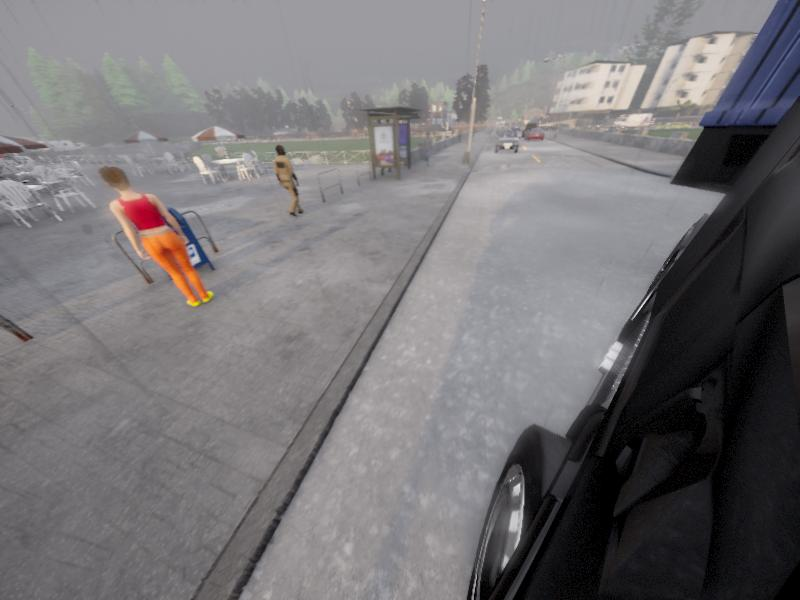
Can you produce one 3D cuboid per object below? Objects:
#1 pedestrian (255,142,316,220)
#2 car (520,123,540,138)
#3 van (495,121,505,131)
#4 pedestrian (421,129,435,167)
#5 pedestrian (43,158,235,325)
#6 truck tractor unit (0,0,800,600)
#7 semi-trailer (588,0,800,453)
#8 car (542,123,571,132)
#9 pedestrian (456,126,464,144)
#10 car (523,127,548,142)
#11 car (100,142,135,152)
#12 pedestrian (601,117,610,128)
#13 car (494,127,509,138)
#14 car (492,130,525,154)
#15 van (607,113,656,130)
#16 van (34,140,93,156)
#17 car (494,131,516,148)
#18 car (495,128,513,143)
[{"bbox_3d":[-3.173,-3.367,6.599,0.751,1.860,0.751,10,39,16],"label":"pedestrian"},{"bbox_3d":[20.512,-26.880,36.612,1.905,1.878,3.866,10,39,16],"label":"car"},{"bbox_3d":[30.810,-53.567,71.083,2.351,2.431,6.366,10,39,16],"label":"van"},{"bbox_3d":[1.701,-9.170,13.988,0.751,1.860,0.751,3,37,7],"label":"pedestrian"},{"bbox_3d":[-3.117,-0.721,3.030,0.751,1.860,0.751,-31,45,-32],"label":"pedestrian"},{"bbox_3d":[2.645,-0.295,0.351,6.516,4.208,3.053,-28,44,-30],"label":"truck tractor unit"},{"bbox_3d":[10.055,-1.767,1.693,14.254,4.402,2.717,-6,37,-4],"label":"semi-trailer"},{"bbox_3d":[35.523,-39.293,52.554,4.892,1.490,1.837,9,38,15],"label":"car"},{"bbox_3d":[7.641,-20.966,29.338,0.751,1.860,0.751,10,39,16],"label":"pedestrian"},{"bbox_3d":[18.280,-22.533,31.395,1.994,1.385,4.181,8,38,14],"label":"car"},{"bbox_3d":[-67.719,-36.809,55.472,2.033,1.649,4.856,10,39,16],"label":"car"},{"bbox_3d":[47.843,-41.334,53.804,0.751,1.860,0.751,9,38,15],"label":"pedestrian"},{"bbox_3d":[17.786,-29.323,40.448,2.033,1.411,5.357,10,39,16],"label":"car"},{"bbox_3d":[9.641,-14.225,20.739,2.128,1.511,4.902,10,39,17],"label":"car"},{"bbox_3d":[48.398,-37.483,48.575,6.366,2.431,2.351,10,39,16],"label":"van"},{"bbox_3d":[-70.489,-32.070,48.670,2.351,2.431,6.366,10,39,16],"label":"van"},{"bbox_3d":[11.751,-18.175,26.050,1.895,1.301,4.718,10,39,16],"label":"car"},{"bbox_3d":[13.880,-22.160,31.063,1.837,1.490,4.892,10,39,16],"label":"car"}]
